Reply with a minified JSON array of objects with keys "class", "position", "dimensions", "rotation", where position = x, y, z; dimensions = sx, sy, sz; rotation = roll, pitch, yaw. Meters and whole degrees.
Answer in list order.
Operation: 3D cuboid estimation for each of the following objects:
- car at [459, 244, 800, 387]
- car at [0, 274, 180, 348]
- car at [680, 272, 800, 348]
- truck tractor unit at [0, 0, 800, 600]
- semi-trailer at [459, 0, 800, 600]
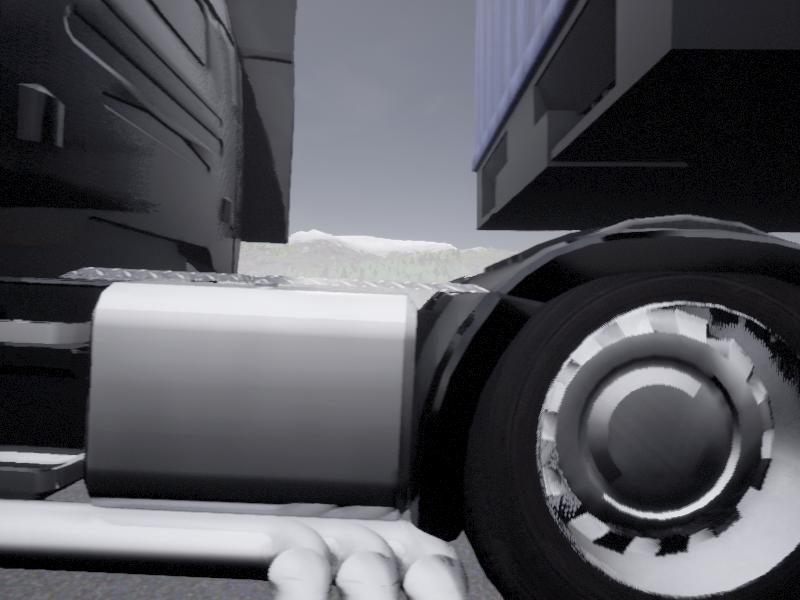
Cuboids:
[{"class":"car","position":[3.514,0.180,5.699],"dimensions":[5.027,1.651,2.152],"rotation":[0,0,0]},{"class":"car","position":[-7.870,0.231,9.202],"dimensions":[4.514,1.525,2.007],"rotation":[0,0,0]},{"class":"car","position":[9.747,0.199,9.199],"dimensions":[5.366,1.575,1.801],"rotation":[0,0,0]},{"class":"truck tractor unit","position":[-0.262,-1.128,2.209],"dimensions":[6.516,4.208,3.053],"rotation":[0,0,0]},{"class":"semi-trailer","position":[7.656,-1.223,2.199],"dimensions":[14.254,4.402,2.717],"rotation":[0,0,0]}]
